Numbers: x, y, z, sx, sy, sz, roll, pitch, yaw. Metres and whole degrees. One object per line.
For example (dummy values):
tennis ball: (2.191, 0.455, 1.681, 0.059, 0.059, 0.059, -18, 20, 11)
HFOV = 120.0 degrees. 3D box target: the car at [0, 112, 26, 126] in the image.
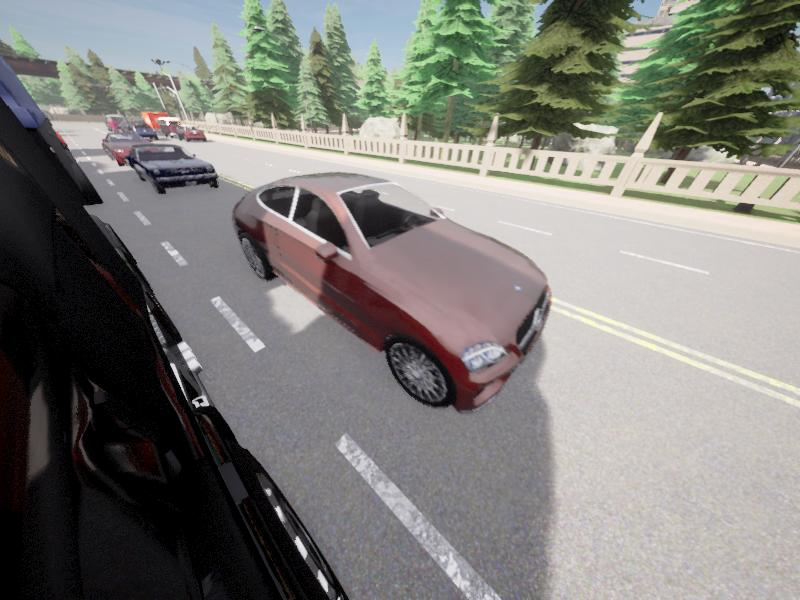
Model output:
car: (-62.023, -27.683, 35.214, 2.152, 1.651, 5.027, 28, 44, 30)

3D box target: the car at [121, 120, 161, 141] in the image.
car: (-27.758, -18.171, 24.752, 3.988, 1.617, 1.851, 28, 44, 30)

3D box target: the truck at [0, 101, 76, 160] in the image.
truck: (-21.970, -9.936, 13.417, 5.204, 2.467, 2.627, 28, 44, 30)

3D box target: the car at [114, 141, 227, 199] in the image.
car: (-8.922, -5.202, 8.932, 4.718, 1.301, 1.895, 28, 44, 30)

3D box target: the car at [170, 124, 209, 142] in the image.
car: (-23.208, -18.421, 25.488, 3.806, 1.475, 1.970, 28, 44, 30)

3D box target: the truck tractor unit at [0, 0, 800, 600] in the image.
truck tractor unit: (-2.645, -0.295, 0.351, 6.516, 4.208, 3.053, 28, 44, 30)

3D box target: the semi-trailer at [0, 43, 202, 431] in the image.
semi-trailer: (-8.694, -3.614, 4.223, 14.254, 4.402, 2.717, 28, 44, 30)

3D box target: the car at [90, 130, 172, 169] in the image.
car: (-14.812, -8.382, 12.731, 4.181, 1.385, 1.994, 27, 43, 29)

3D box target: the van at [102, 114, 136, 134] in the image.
van: (-38.353, -24.003, 31.529, 4.442, 1.987, 1.775, 28, 44, 30)

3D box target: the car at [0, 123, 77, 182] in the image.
car: (-16.091, -6.441, 9.846, 5.238, 1.638, 1.930, 28, 44, 30)

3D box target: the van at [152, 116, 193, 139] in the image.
van: (-27.976, -21.208, 28.426, 4.480, 2.038, 2.069, 28, 44, 30)

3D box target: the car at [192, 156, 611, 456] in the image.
car: (-0.536, -0.841, 3.384, 5.027, 1.651, 2.152, 28, 44, 30)

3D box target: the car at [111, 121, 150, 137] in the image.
car: (-32.931, -20.856, 28.176, 5.357, 1.411, 2.033, 28, 44, 30)

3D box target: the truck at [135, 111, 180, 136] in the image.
truck: (-33.273, -24.224, 31.750, 5.204, 2.467, 2.627, 28, 44, 30)

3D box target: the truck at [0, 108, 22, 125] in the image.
truck: (-65.406, -28.823, 36.119, 2.390, 2.098, 6.274, 28, 44, 30)
